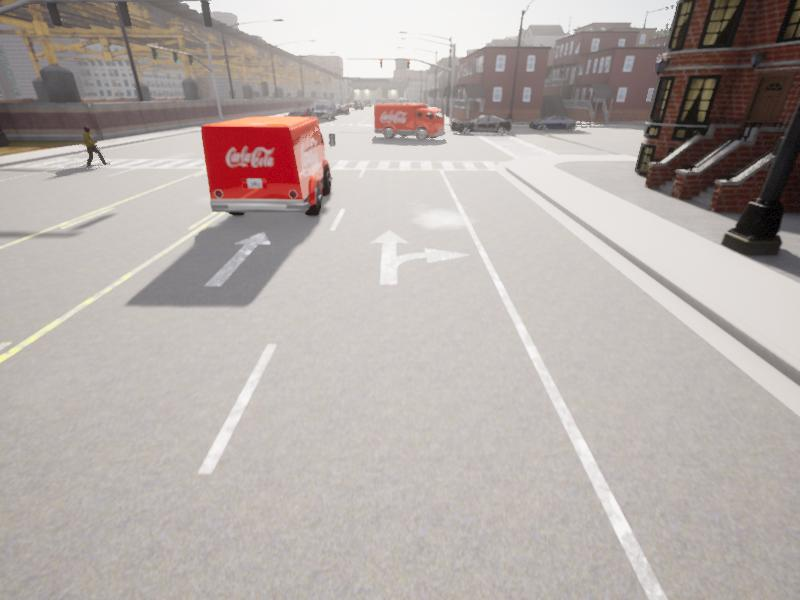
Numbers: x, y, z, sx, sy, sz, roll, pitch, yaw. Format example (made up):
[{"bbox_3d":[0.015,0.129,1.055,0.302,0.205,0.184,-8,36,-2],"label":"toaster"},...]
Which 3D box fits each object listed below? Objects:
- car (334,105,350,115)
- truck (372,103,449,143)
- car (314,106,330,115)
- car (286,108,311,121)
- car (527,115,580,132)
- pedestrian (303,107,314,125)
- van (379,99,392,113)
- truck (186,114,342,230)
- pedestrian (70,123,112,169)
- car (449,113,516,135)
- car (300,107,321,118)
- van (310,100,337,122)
[{"bbox_3d":[-9.983,-32.933,69.439,2.033,1.411,5.357,0,27,0],"label":"car"},{"bbox_3d":[0.789,-13.649,30.628,5.204,2.467,2.627,14,31,24],"label":"truck"},{"bbox_3d":[-13.481,-32.831,69.250,1.994,1.385,4.181,0,27,1],"label":"car"},{"bbox_3d":[-13.604,-25.078,54.070,2.033,1.411,5.357,0,27,0],"label":"car"},{"bbox_3d":[14.625,-16.960,38.380,4.181,1.385,1.994,0,27,0],"label":"car"},{"bbox_3d":[-10.286,-20.689,44.945,0.751,1.860,0.751,7,28,14],"label":"pedestrian"},{"bbox_3d":[-2.897,-38.791,79.788,2.351,2.431,6.366,0,27,0],"label":"van"},{"bbox_3d":[-3.476,-4.061,11.871,2.627,2.467,5.204,1,27,1],"label":"truck"},{"bbox_3d":[-13.980,-6.988,18.152,0.751,1.860,0.751,-4,27,-8],"label":"pedestrian"},{"bbox_3d":[7.125,-15.386,34.966,5.238,1.638,1.930,-2,27,-4],"label":"car"},{"bbox_3d":[-13.553,-28.518,60.793,2.033,1.411,5.357,0,27,0],"label":"car"},{"bbox_3d":[-10.107,-25.304,53.396,2.351,2.431,6.366,0,27,0],"label":"van"}]
